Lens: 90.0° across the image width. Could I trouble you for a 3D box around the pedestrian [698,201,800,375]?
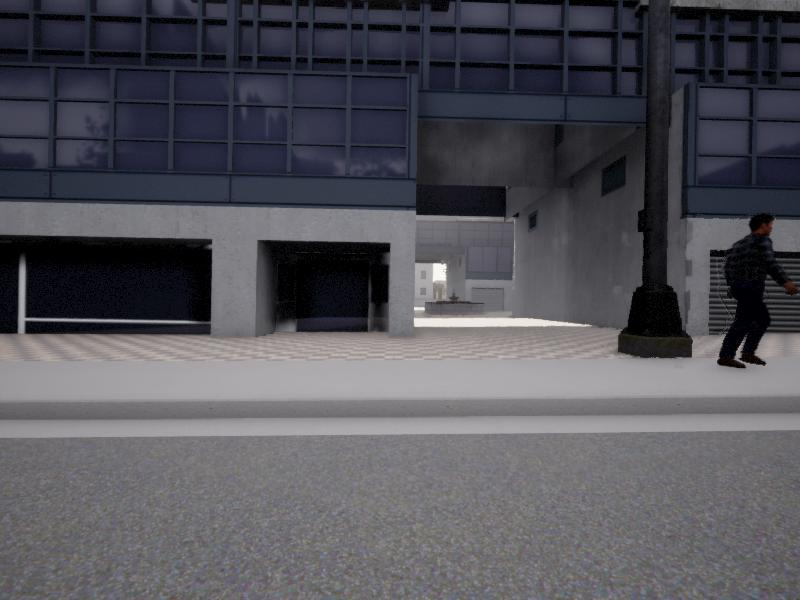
[{"bbox_3d":[4.126,-0.128,4.697,0.751,1.860,0.751,1,0,14],"label":"pedestrian"}]
